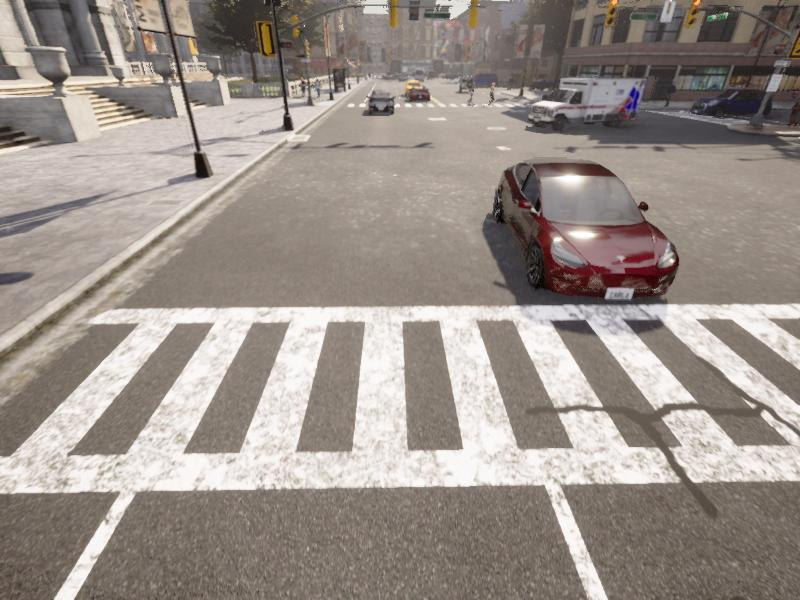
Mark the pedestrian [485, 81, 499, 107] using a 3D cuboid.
[{"bbox_3d":[7.825,-17.479,33.960,0.751,1.860,0.751,-3,31,-6],"label":"pedestrian"}]

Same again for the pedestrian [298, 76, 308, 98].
[{"bbox_3d":[-9.855,-21.687,40.733,0.751,1.860,0.751,-2,30,-4],"label":"pedestrian"}]

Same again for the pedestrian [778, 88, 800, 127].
[{"bbox_3d":[21.843,-10.558,21.951,0.751,1.860,0.751,-9,32,-15],"label":"pedestrian"}]

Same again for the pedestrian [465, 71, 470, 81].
[{"bbox_3d":[15.039,-50.163,89.460,0.751,1.860,0.751,0,30,-1],"label":"pedestrian"}]

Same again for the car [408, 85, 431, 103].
[{"bbox_3d":[1.826,-20.003,38.766,1.994,1.385,4.181,-1,30,-1],"label":"car"}]

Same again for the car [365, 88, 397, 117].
[{"bbox_3d":[-1.351,-14.473,29.171,2.128,1.511,4.902,-1,30,-2],"label":"car"}]

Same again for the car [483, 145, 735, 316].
[{"bbox_3d":[3.061,-1.644,7.342,2.163,1.488,4.792,1,30,1],"label":"car"}]

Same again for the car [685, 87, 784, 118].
[{"bbox_3d":[23.015,-13.693,27.704,4.553,1.767,2.097,0,30,0],"label":"car"}]

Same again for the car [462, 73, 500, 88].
[{"bbox_3d":[13.012,-35.208,64.100,5.566,2.045,2.150,9,32,14],"label":"car"}]

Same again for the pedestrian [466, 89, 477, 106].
[{"bbox_3d":[6.194,-17.569,34.659,0.751,1.300,0.751,1,30,1],"label":"pedestrian"}]

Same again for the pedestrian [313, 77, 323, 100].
[{"bbox_3d":[-7.842,-20.212,38.229,0.751,1.860,0.751,-8,31,-14],"label":"pedestrian"}]

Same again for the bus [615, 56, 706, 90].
[{"bbox_3d":[38.982,-34.174,60.311,10.273,4.253,3.944,-1,30,-2],"label":"bus"}]

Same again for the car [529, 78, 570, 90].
[{"bbox_3d":[22.533,-32.678,60.487,5.357,1.411,2.033,-1,30,-1],"label":"car"}]

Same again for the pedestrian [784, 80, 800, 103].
[{"bbox_3d":[35.920,-18.890,36.234,0.751,1.860,0.751,2,30,2],"label":"pedestrian"}]

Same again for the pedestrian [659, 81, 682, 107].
[{"bbox_3d":[21.803,-16.622,32.280,0.751,1.860,0.751,-11,32,-19],"label":"pedestrian"}]

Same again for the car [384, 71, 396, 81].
[{"bbox_3d":[-2.285,-50.373,90.051,1.932,1.855,4.605,4,30,8],"label":"car"}]

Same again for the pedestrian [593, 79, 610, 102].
[{"bbox_3d":[18.740,-19.536,37.234,0.751,1.860,0.751,-4,31,-8],"label":"pedestrian"}]

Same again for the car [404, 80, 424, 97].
[{"bbox_3d":[1.551,-24.221,45.791,1.882,1.535,5.008,-1,30,-2],"label":"car"}]

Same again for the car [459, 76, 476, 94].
[{"bbox_3d":[8.750,-28.024,51.986,1.932,1.855,4.605,4,31,6],"label":"car"}]

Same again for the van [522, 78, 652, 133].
[{"bbox_3d":[10.326,-10.930,22.290,6.366,2.431,2.351,-12,32,-20],"label":"van"}]

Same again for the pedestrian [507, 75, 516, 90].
[{"bbox_3d":[15.939,-31.056,57.171,0.751,1.860,0.751,-10,32,-17],"label":"pedestrian"}]

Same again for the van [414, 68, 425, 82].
[{"bbox_3d":[4.283,-48.960,87.023,1.988,2.561,5.915,2,31,4],"label":"van"}]
